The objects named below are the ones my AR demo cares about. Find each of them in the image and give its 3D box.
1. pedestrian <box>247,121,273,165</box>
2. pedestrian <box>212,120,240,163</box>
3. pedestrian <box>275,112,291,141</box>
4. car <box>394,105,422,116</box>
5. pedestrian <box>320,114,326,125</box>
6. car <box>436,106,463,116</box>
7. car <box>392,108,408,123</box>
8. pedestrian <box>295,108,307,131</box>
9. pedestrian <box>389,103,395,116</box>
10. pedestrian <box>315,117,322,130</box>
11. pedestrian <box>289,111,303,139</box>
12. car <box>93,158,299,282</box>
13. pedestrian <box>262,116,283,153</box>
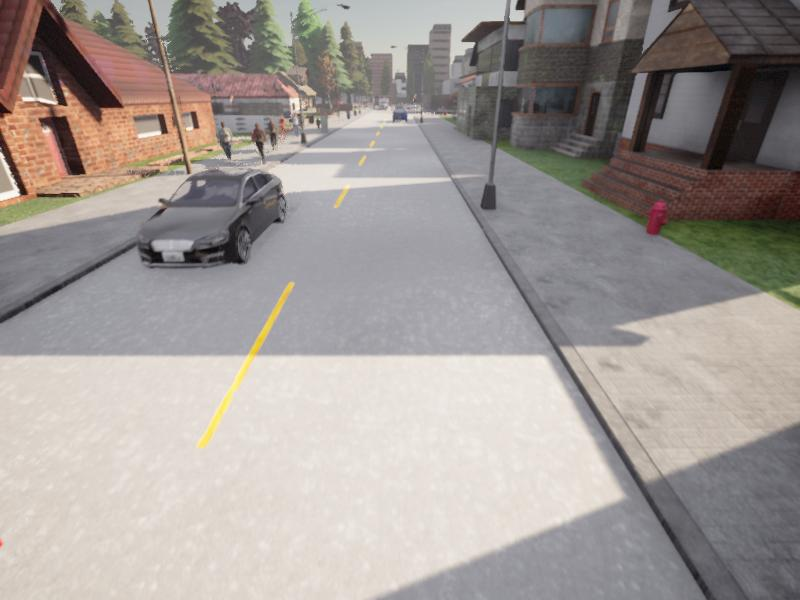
[{"bbox_3d":[-6.480,-7.300,18.598,0.751,1.860,0.751,-2,27,-5],"label":"pedestrian"},{"bbox_3d":[-8.346,-7.631,19.249,0.751,1.860,0.751,-3,27,-6],"label":"pedestrian"},{"bbox_3d":[-8.273,-12.262,28.292,0.751,1.860,0.751,-1,27,-2],"label":"pedestrian"},{"bbox_3d":[1.385,-34.503,72.836,4.611,1.667,2.242,-11,29,-20],"label":"car"},{"bbox_3d":[-8.371,-19.611,43.481,0.500,1.100,0.500,-2,27,-3],"label":"pedestrian"},{"bbox_3d":[8.607,-33.003,69.985,4.514,1.525,2.007,0,27,0],"label":"car"},{"bbox_3d":[-0.010,-23.798,51.447,1.882,1.535,5.008,0,27,0],"label":"car"},{"bbox_3d":[-8.952,-16.303,36.187,0.751,1.860,0.751,1,27,2],"label":"pedestrian"},{"bbox_3d":[-1.293,-30.258,63.658,0.751,1.860,0.751,13,30,24],"label":"pedestrian"},{"bbox_3d":[-7.573,-16.332,37.074,0.500,1.100,0.500,0,27,-1],"label":"pedestrian"},{"bbox_3d":[-7.791,-13.138,30.002,0.751,1.860,0.751,-3,27,-7],"label":"pedestrian"},{"bbox_3d":[-3.999,-2.107,9.120,2.128,1.511,4.902,0,27,0],"label":"car"},{"bbox_3d":[-7.193,-9.354,22.611,0.751,1.860,0.751,-1,27,-3],"label":"pedestrian"}]
